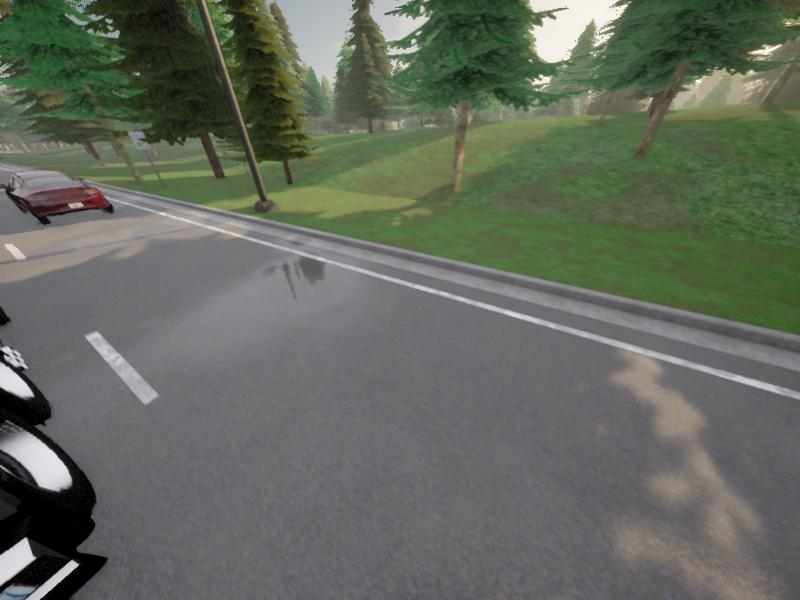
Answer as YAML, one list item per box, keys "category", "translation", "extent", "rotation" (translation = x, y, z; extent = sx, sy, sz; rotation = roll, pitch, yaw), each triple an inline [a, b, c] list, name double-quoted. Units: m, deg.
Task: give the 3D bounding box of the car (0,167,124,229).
- category: "car"
  translation: [-12.848, -3.956, 8.594]
  extent: [4.674, 1.442, 1.812]
  rotation: [18, 39, 24]

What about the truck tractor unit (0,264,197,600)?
- category: "truck tractor unit"
  translation: [-5.113, -0.296, 0.791]
  extent: [6.516, 4.208, 3.053]
  rotation: [18, 39, 24]
